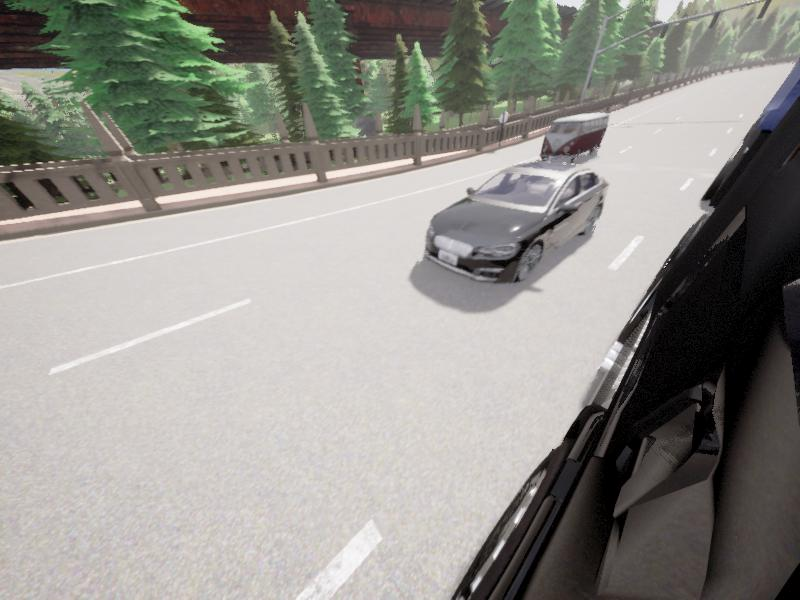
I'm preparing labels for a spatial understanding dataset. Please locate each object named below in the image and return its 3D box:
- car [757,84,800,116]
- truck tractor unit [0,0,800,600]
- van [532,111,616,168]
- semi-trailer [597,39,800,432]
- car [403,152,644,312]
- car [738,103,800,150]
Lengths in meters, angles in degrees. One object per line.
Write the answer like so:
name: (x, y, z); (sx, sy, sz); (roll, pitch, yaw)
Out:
car: (29.020, -14.709, 16.915); (3.806, 1.475, 1.970); (-25, 43, -19)
truck tractor unit: (2.645, -0.295, 0.351); (6.516, 4.208, 3.053); (-28, 44, -30)
van: (9.418, -8.776, 12.539); (4.442, 1.987, 1.775); (-31, 45, -28)
semi-trailer: (8.703, -3.655, 4.139); (14.254, 4.402, 2.717); (-29, 44, -29)
car: (2.635, -1.901, 4.791); (4.902, 1.511, 2.128); (-28, 44, -30)
car: (19.441, -8.833, 11.670); (4.181, 1.385, 1.994); (-33, 46, -26)
